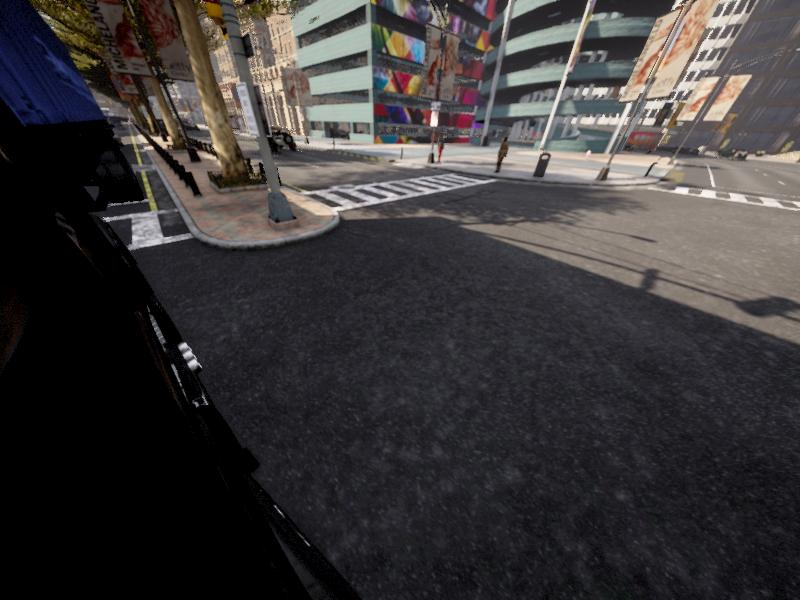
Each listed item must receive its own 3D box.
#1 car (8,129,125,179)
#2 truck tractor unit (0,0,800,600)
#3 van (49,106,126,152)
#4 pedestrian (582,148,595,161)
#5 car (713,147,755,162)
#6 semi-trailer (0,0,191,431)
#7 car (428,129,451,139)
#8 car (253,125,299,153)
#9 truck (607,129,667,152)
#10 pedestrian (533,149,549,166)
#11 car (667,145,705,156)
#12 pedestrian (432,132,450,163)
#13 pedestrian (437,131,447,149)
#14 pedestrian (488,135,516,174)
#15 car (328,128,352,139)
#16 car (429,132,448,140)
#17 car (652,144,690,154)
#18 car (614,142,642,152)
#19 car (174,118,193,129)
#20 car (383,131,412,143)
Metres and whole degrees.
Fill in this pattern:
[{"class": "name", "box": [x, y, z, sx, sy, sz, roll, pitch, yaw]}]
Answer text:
[{"class": "car", "box": [-14.902, -6.917, 10.750, 2.163, 1.488, 4.792, -27, 46, -33]}, {"class": "truck tractor unit", "box": [-2.645, -0.295, 0.351, 6.516, 4.208, 3.053, 28, 44, 30]}, {"class": "van", "box": [-23.633, -13.236, 17.862, 2.351, 2.431, 6.366, -28, 46, -34]}, {"class": "pedestrian", "box": [18.840, -14.546, 23.093, 0.500, 1.100, 0.500, -21, 43, -29]}, {"class": "car", "box": [52.119, -22.815, 36.173, 1.789, 1.549, 3.705, 12, 38, 12]}, {"class": "semi-trailer", "box": [-8.193, -3.906, 4.669, 2.717, 4.402, 14.254, -28, 46, -34]}, {"class": "car", "box": [10.319, -43.904, 61.054, 2.435, 2.045, 5.566, -28, 46, -34]}, {"class": "car", "box": [-11.423, -14.879, 21.286, 1.932, 1.855, 4.605, -28, 46, -34]}, {"class": "truck", "box": [52.870, -36.072, 52.066, 2.891, 3.827, 8.468, -7, 38, -12]}, {"class": "pedestrian", "box": [10.927, -11.024, 17.880, 0.500, 1.100, 0.500, -15, 40, -22]}, {"class": "car", "box": [53.907, -28.260, 43.710, 1.994, 1.385, 4.181, 2, 37, -1]}, {"class": "pedestrian", "box": [3.000, -11.129, 16.888, 0.751, 1.860, 0.751, -19, 42, -26]}, {"class": "pedestrian", "box": [5.275, -20.095, 29.039, 0.751, 1.860, 0.751, 21, 41, 23]}, {"class": "pedestrian", "box": [5.979, -8.542, 13.610, 0.751, 1.860, 0.751, -16, 41, -23]}, {"class": "car", "box": [-11.446, -31.809, 44.134, 2.161, 1.482, 4.786, -28, 46, -34]}, {"class": "car", "box": [10.265, -43.617, 61.322, 2.007, 1.523, 4.514, -28, 46, -34]}, {"class": "car", "box": [57.204, -32.012, 48.898, 2.128, 1.511, 4.902, -2, 37, -7]}, {"class": "car", "box": [46.805, -31.491, 47.443, 1.789, 1.549, 3.705, 0, 37, -4]}, {"class": "car", "box": [-51.722, -42.185, 55.197, 2.150, 2.045, 5.566, -28, 46, -34]}, {"class": "car", "box": [-0.546, -28.111, 39.797, 2.128, 1.511, 4.902, -28, 46, -34]}]
